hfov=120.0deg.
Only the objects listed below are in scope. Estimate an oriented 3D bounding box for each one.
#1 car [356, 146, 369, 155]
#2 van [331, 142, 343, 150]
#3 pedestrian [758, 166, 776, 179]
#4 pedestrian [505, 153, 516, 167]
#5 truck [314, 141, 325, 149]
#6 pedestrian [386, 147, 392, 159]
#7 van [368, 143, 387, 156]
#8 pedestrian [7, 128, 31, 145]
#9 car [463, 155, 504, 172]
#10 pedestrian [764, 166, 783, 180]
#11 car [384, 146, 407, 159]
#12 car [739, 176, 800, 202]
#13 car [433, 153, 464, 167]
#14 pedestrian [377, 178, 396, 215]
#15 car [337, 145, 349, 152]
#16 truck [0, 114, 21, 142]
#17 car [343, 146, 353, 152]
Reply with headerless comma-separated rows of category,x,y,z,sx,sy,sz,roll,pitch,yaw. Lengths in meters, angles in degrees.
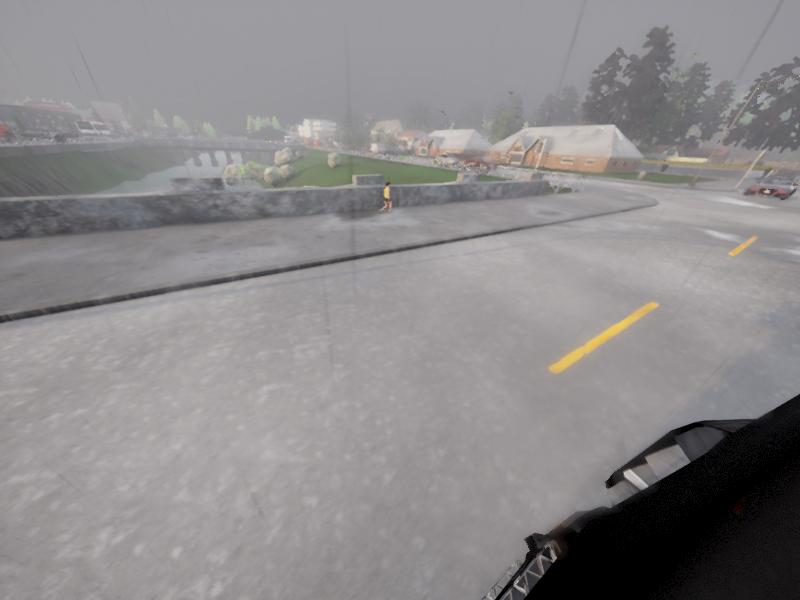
car,-9.719,-38.525,59.531,1.851,1.617,3.988,-16,38,-26
van,-23.331,-57.037,85.511,2.351,2.431,6.366,-16,38,-26
pedestrian,64.795,-22.542,40.776,0.751,1.860,0.751,-16,38,-26
pedestrian,17.292,-21.899,36.192,0.751,1.860,0.751,-20,40,-30
truck,-31.783,-61.078,90.895,2.627,2.467,5.204,-16,38,-26
pedestrian,-1.938,-26.800,42.077,0.751,1.860,0.751,-27,44,-37
van,-6.043,-39.660,60.772,2.351,2.431,6.366,-16,38,-26
pedestrian,-52.455,-22.518,31.809,0.751,1.860,0.751,-13,37,-22
car,10.788,-17.924,30.258,1.882,1.535,5.008,-15,38,-25
pedestrian,60.644,-20.592,37.534,0.751,1.860,0.751,-17,38,-27
car,-0.966,-29.923,46.902,2.150,2.045,5.566,-16,38,-26
car,28.715,-8.582,17.764,4.181,1.385,1.994,-16,38,-26
car,7.264,-21.426,35.251,2.007,1.525,4.514,-16,38,-26
pedestrian,-0.488,-3.670,8.183,0.500,1.100,0.500,-16,38,-26
car,-17.491,-46.330,70.659,2.038,1.542,4.974,-16,38,-26
truck,-65.739,-26.955,35.901,2.891,3.827,8.468,-16,38,-26
car,-17.538,-50.757,77.476,1.994,1.385,4.181,-16,38,-26
